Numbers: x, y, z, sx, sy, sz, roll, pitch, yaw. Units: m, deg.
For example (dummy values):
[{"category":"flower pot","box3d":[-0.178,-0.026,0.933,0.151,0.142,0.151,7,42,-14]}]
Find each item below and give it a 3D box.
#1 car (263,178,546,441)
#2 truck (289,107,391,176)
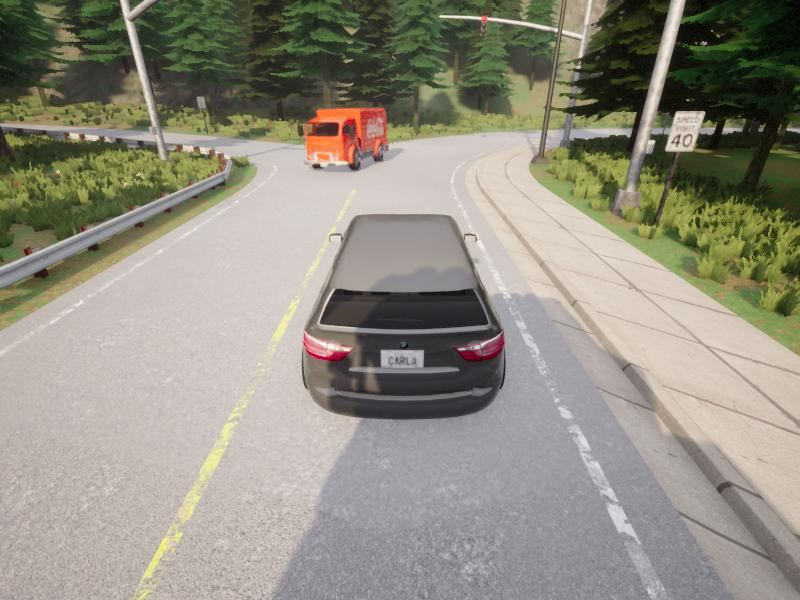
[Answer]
[{"category":"car","box3d":[0.043,-0.415,5.592,2.242,1.667,4.611,0,27,0]},{"category":"truck","box3d":[-2.449,-7.469,18.456,2.627,2.467,5.204,7,28,15]}]
